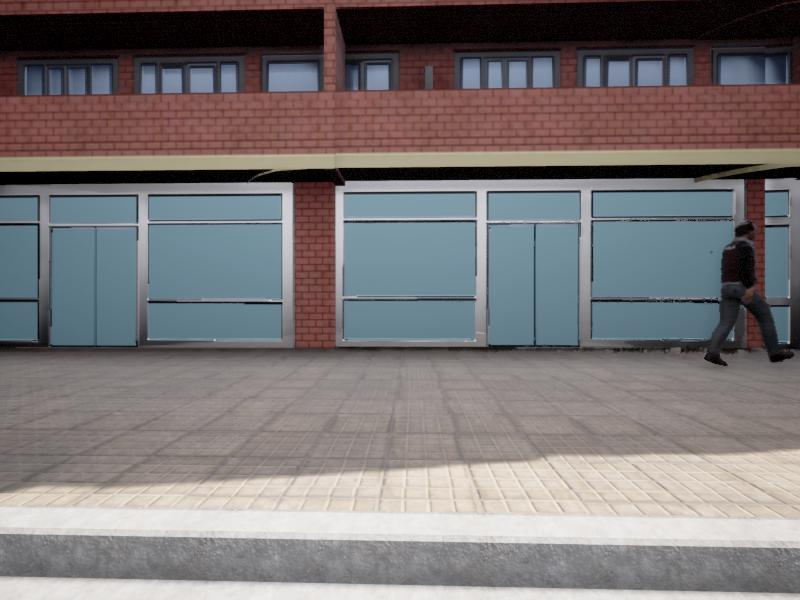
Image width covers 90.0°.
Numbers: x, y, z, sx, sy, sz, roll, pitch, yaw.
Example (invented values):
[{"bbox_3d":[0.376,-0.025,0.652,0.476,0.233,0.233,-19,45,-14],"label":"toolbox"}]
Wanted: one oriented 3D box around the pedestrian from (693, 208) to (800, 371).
[{"bbox_3d":[4.271,-0.115,4.953,0.751,1.860,0.751,0,0,2],"label":"pedestrian"}]
